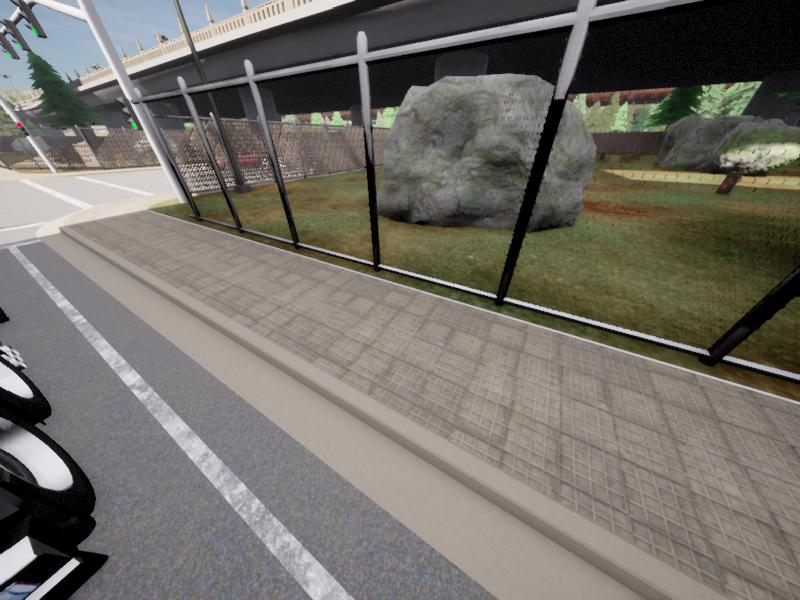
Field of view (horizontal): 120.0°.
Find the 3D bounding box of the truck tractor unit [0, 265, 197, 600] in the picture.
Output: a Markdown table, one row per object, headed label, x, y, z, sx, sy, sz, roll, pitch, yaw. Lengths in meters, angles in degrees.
| label | x | y | z | sx | sy | sz | roll | pitch | yaw |
| --- | --- | --- | --- | --- | --- | --- | --- | --- | --- |
| truck tractor unit | -5.113 | -0.299 | 0.777 | 6.516 | 4.208 | 3.053 | 18 | 39 | 24 |
